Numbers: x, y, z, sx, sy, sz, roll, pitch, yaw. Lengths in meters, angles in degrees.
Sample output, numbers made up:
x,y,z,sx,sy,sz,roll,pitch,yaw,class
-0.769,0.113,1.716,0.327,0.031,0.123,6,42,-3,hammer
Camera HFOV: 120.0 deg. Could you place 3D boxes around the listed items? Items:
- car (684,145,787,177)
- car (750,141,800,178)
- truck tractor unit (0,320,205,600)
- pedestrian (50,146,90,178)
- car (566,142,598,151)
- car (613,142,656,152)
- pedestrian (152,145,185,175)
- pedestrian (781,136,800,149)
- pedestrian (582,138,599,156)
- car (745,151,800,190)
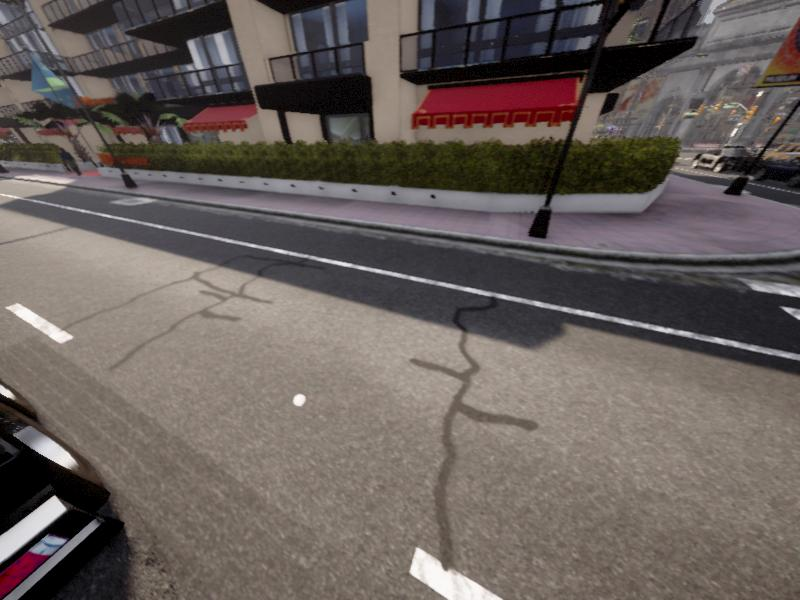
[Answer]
x,y,z,sx,sy,sz,roll,pitch,yaw,class
24.251,-10.453,17.115,1.930,1.638,5.238,14,38,20,car
27.204,-9.436,15.416,1.932,1.855,4.605,14,38,20,car
-5.207,-0.191,0.641,6.516,4.208,3.053,14,38,20,truck tractor unit
-23.315,-9.792,16.358,0.751,1.860,0.751,18,39,24,pedestrian
35.196,-29.768,44.810,4.718,1.301,1.895,21,41,28,car
40.562,-26.634,40.133,1.812,1.442,4.674,-17,38,-22,car
-17.134,-10.390,17.123,0.751,1.860,0.751,11,37,16,pedestrian
68.552,-27.665,40.530,0.751,1.860,0.751,-12,37,-16,pedestrian
25.079,-20.153,30.442,0.751,1.860,0.751,-5,35,-6,pedestrian
21.557,-6.853,12.162,1.970,1.475,3.806,14,38,19,car
